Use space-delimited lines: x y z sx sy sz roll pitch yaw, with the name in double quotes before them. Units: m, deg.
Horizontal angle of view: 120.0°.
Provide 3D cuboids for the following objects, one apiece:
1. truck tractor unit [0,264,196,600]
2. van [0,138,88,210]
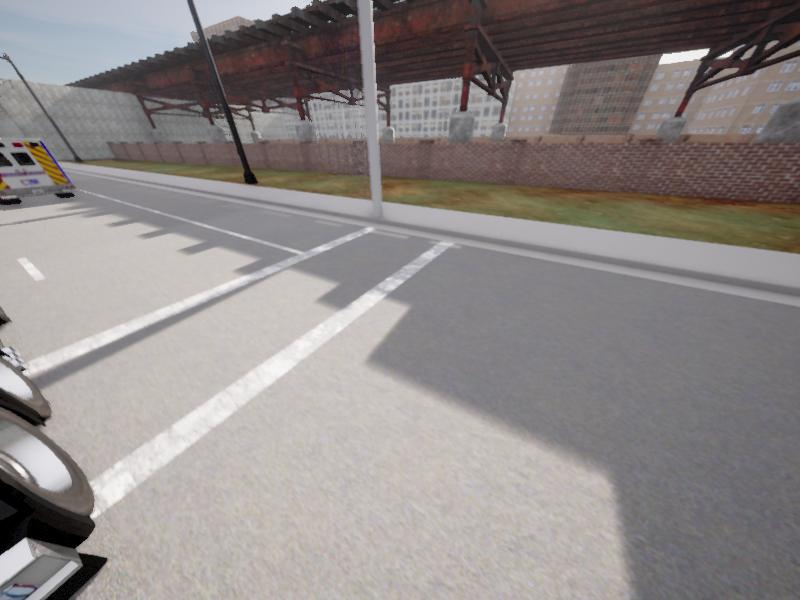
"truck tractor unit" -5.114 -0.294 0.793 6.516 4.208 3.053 18 39 24
"van" -18.508 -6.187 11.007 6.366 2.431 2.351 18 39 24
